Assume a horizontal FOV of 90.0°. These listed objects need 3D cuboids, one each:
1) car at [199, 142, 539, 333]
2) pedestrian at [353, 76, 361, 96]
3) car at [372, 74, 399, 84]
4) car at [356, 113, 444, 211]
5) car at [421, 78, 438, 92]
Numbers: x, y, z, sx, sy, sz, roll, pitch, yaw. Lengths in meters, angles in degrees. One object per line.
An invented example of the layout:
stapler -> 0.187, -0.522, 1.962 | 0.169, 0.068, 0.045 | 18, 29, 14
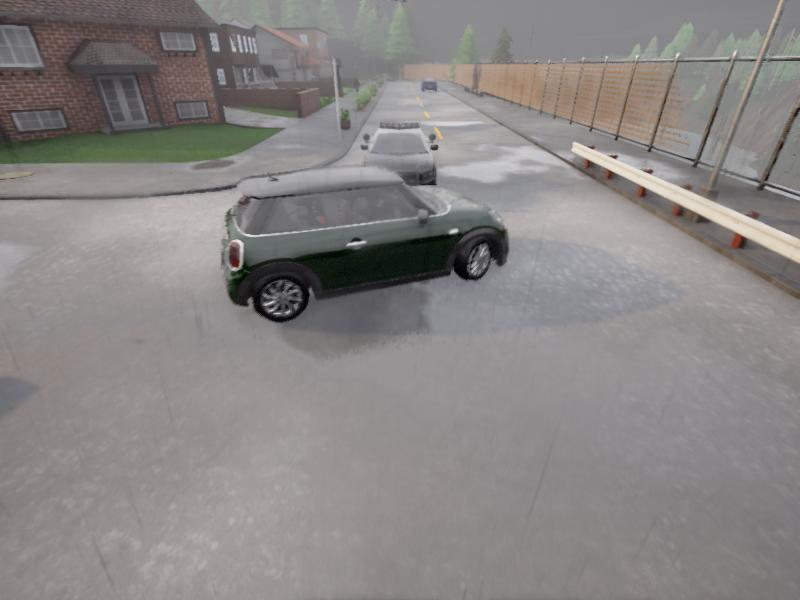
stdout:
car -> -0.473, -1.265, 6.352 | 4.553, 1.767, 2.097 | -12, 32, -20
pedestrian -> -4.777, -23.643, 44.166 | 0.751, 1.860, 0.751 | 0, 30, -1
car -> -2.975, -45.244, 81.741 | 5.027, 1.651, 2.152 | 20, 36, 30
car -> -0.012, -4.169, 11.453 | 1.930, 1.638, 5.238 | 0, 30, 0
car -> 3.927, -29.032, 53.919 | 1.882, 1.535, 5.008 | 0, 30, 0
